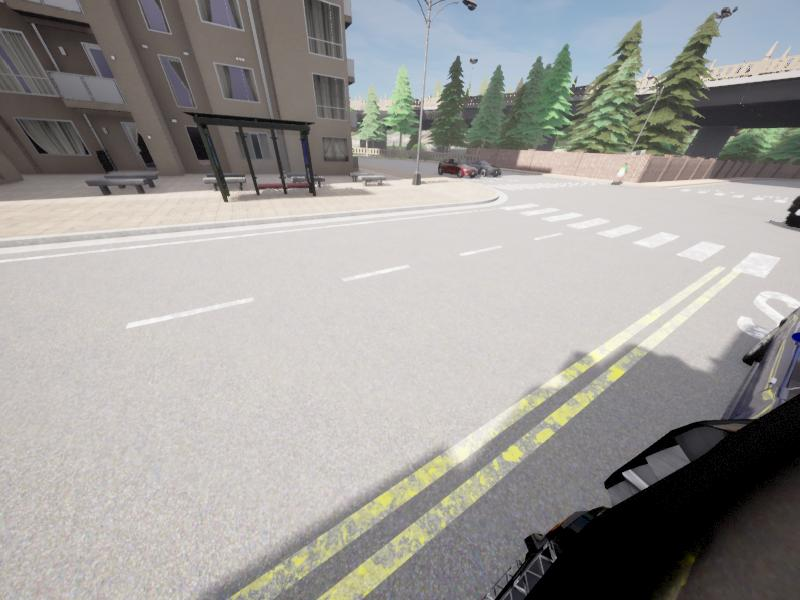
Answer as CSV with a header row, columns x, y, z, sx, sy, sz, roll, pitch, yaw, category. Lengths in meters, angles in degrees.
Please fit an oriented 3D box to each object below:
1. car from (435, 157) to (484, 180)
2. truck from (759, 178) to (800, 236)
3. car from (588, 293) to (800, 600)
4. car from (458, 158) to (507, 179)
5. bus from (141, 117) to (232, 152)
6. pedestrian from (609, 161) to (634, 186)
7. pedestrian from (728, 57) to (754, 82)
x,y,z,sx,sy,sz,roll,pitch,yaw,category
5.322,-12.249,21.373,1.816,1.474,4.193,-16,38,-26,car
18.107,-2.804,7.587,6.274,2.098,2.390,15,35,18,truck
3.723,1.079,1.440,4.718,1.301,1.895,-16,38,-26,car
8.124,-13.268,23.221,1.994,1.385,4.181,-17,38,-27,car
-36.585,-28.815,40.565,10.273,4.253,3.944,-11,35,-20,bus
19.943,-11.393,20.822,0.751,1.860,0.751,-15,37,-25,pedestrian
38.427,-25.931,26.056,0.751,1.860,0.751,-16,38,-26,pedestrian
